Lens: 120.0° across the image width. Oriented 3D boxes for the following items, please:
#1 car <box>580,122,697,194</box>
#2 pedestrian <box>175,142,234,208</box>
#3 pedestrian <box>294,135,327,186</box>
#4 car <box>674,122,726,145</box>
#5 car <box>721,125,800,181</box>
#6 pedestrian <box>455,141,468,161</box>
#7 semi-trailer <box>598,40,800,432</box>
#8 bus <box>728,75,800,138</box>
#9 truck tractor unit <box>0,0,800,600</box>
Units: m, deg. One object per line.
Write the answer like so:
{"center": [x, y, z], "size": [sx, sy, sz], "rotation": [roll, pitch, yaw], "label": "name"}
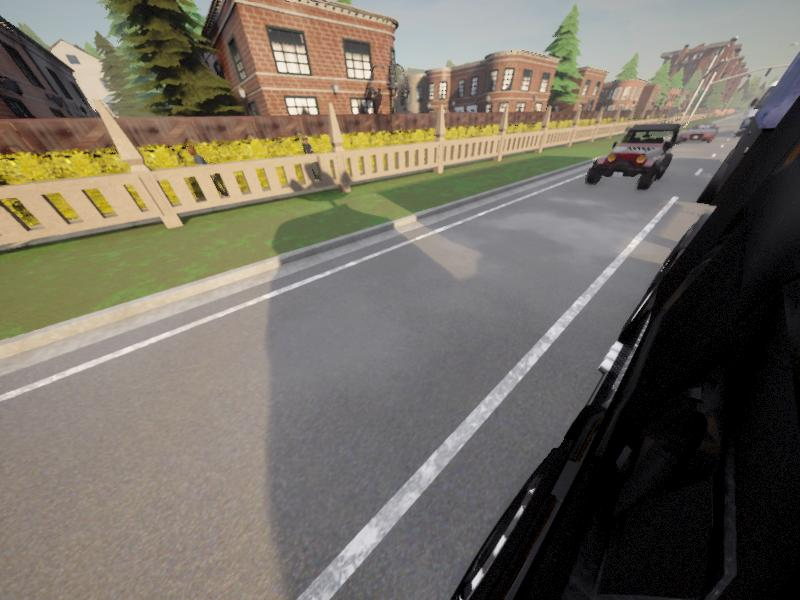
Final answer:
{"center": [9.134, -5.576, 8.892], "size": [3.866, 1.878, 1.905], "rotation": [-28, 44, -30], "label": "car"}
{"center": [-6.653, -4.262, 7.936], "size": [0.751, 1.860, 0.751], "rotation": [-29, 44, -30], "label": "pedestrian"}
{"center": [-4.055, -6.350, 10.539], "size": [0.751, 1.860, 0.751], "rotation": [-26, 43, -28], "label": "pedestrian"}
{"center": [25.691, -14.263, 19.773], "size": [4.181, 1.385, 1.994], "rotation": [-28, 44, -30], "label": "car"}
{"center": [16.050, -6.390, 9.829], "size": [4.902, 1.511, 2.128], "rotation": [-28, 44, -30], "label": "car"}
{"center": [4.107, -9.955, 15.421], "size": [0.500, 1.100, 0.500], "rotation": [-23, 41, -25], "label": "pedestrian"}
{"center": [8.688, -3.624, 4.221], "size": [14.254, 4.402, 2.717], "rotation": [-28, 44, -30], "label": "semi-trailer"}
{"center": [36.887, -18.621, 22.422], "size": [10.273, 4.253, 3.944], "rotation": [-28, 44, -30], "label": "bus"}
{"center": [2.645, -0.295, 0.351], "size": [6.516, 4.208, 3.053], "rotation": [-28, 44, -30], "label": "truck tractor unit"}
